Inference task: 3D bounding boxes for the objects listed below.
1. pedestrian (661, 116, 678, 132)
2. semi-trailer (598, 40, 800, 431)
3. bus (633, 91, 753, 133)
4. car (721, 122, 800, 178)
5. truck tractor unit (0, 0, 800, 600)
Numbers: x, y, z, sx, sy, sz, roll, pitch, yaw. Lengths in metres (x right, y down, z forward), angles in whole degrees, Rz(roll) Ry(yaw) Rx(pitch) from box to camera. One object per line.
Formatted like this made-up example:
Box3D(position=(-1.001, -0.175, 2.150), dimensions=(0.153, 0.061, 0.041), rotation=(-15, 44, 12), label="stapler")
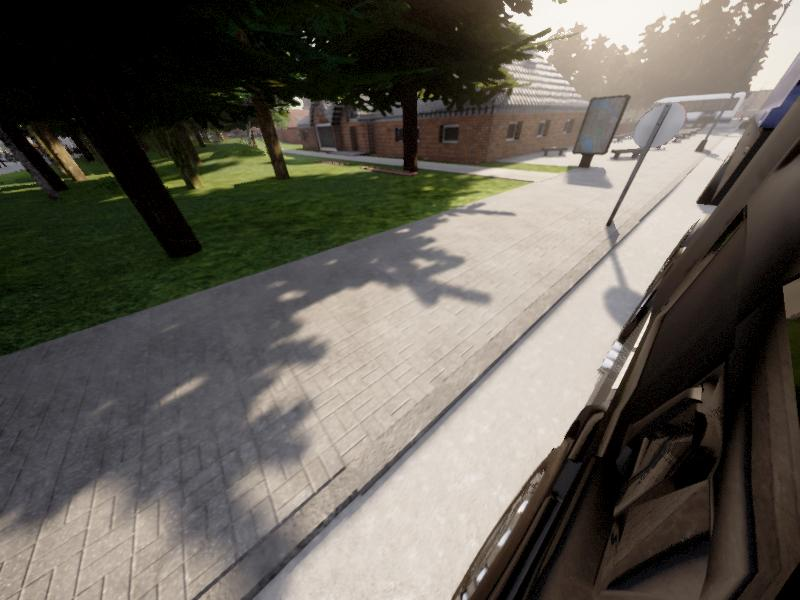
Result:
Box3D(position=(39.302, -25.645, 33.645), dimensions=(0.751, 1.860, 0.751), rotation=(-25, 42, -27), label="pedestrian")
Box3D(position=(8.692, -3.609, 4.234), dimensions=(14.254, 4.402, 2.717), rotation=(-28, 44, -30), label="semi-trailer")
Box3D(position=(43.699, -28.552, 35.482), dimensions=(10.273, 4.253, 3.944), rotation=(25, 45, 32), label="bus")
Box3D(position=(16.732, -6.773, 10.244), dimensions=(4.611, 1.667, 2.242), rotation=(-29, 44, -30), label="car")
Box3D(position=(2.645, -0.295, 0.351), dimensions=(6.516, 4.208, 3.053), rotation=(-28, 44, -30), label="truck tractor unit")
